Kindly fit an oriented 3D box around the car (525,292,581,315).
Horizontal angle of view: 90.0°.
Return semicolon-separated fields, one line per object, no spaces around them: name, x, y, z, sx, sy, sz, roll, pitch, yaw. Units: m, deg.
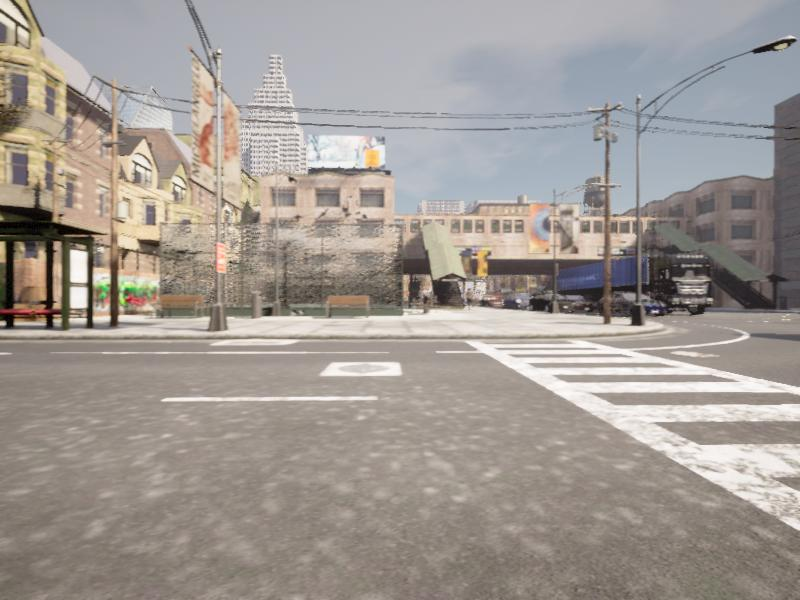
car;11.142;0.218;29.550;2.097;1.535;5.008;0;0;-1

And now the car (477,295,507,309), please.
car;10.695;0.209;46.745;2.231;1.521;4.892;0;0;-1

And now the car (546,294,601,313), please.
car;13.979;0.291;32.661;2.033;1.411;5.357;0;0;-1

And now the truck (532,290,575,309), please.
truck;17.264;-0.038;45.543;2.390;2.098;6.274;0;0;-1

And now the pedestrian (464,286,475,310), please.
pedestrian;5.485;-0.128;31.602;0.751;1.860;0.751;0;0;5

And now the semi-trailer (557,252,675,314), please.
semi-trailer;18.058;-1.221;35.432;2.717;4.402;14.254;0;0;0

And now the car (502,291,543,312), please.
car;10.875;0.088;35.971;2.185;1.767;4.553;0;0;-1

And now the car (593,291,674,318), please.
car;14.142;0.252;24.636;2.163;1.488;4.792;0;0;-1

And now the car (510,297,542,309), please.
car;13.760;0.333;44.019;1.895;1.301;4.718;0;0;-1

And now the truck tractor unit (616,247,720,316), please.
truck tractor unit;17.986;-1.114;27.520;3.053;4.208;6.516;0;0;3
